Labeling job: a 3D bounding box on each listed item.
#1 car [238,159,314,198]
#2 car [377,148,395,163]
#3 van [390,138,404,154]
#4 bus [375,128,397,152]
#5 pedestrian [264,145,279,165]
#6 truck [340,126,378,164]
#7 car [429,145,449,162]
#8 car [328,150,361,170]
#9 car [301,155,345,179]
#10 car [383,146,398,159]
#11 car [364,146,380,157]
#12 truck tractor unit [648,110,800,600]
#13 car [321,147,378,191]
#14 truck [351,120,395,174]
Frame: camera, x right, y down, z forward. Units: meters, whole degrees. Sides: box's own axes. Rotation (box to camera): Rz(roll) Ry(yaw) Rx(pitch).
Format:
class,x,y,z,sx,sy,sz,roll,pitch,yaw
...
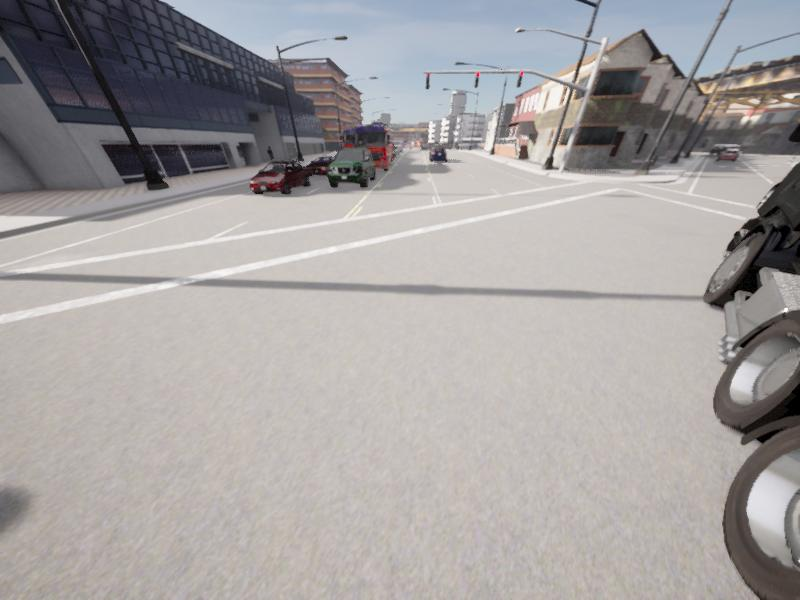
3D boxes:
class,x,y,z,sx,sy,sz,roll,pitch,yaw
car,-6.724,-7.023,13.165,1.816,1.474,4.193,2,34,3
car,-1.793,-19.509,31.081,1.812,1.442,4.674,2,36,4
van,-0.546,-31.327,46.879,2.351,2.431,6.366,2,35,3
bus,-3.215,-38.236,55.460,3.944,4.253,10.273,2,34,3
pedestrian,-14.665,-16.514,26.313,0.751,1.860,0.751,1,34,2
truck,-5.251,-21.320,31.591,2.891,3.827,8.468,2,36,3
car,5.221,-19.959,31.460,2.242,1.667,4.611,2,36,3
car,-5.820,-15.218,24.974,2.038,1.542,4.974,2,35,3
car,-6.260,-11.191,19.360,1.994,1.385,4.181,2,35,4
car,-1.422,-23.146,36.118,1.816,1.474,4.193,2,36,3
car,-4.678,-25.414,39.401,1.994,1.385,4.181,2,36,3
truck tractor unit,4.825,-0.516,1.099,6.516,4.208,3.053,-29,43,-35
car,-2.998,-8.808,15.249,2.150,2.045,5.566,2,34,3
truck,-2.297,-15.462,23.304,2.891,3.827,8.468,2,35,3
